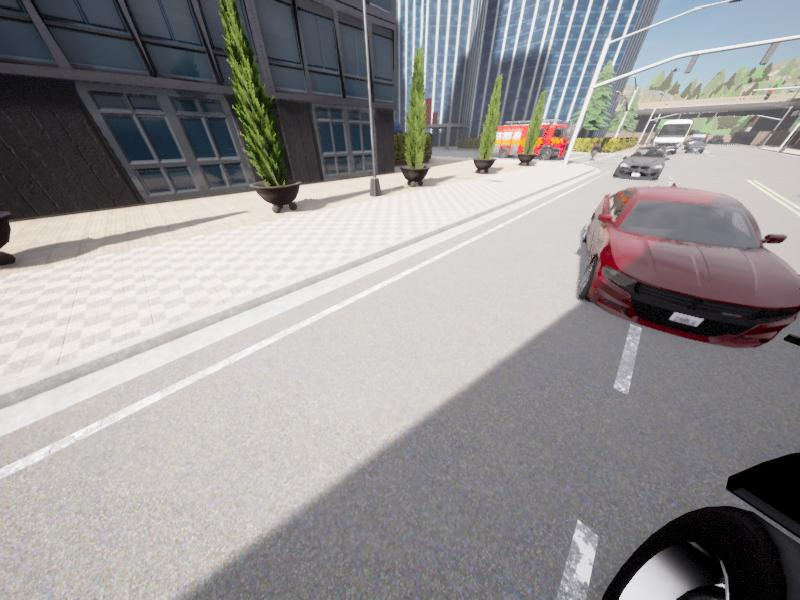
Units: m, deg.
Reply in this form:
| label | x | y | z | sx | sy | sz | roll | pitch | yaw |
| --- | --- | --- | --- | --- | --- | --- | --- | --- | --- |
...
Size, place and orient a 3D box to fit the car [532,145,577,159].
| label | x | y | z | sx | sy | sz | roll | pitch | yaw |
| --- | --- | --- | --- | --- | --- | --- | --- | --- | --- |
| car | 19.766 | -19.077 | 29.687 | 4.181 | 1.385 | 1.994 | 27 | 43 | 33 |

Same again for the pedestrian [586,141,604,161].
| label | x | y | z | sx | sy | sz | roll | pitch | yaw |
| --- | --- | --- | --- | --- | --- | --- | --- | --- | --- |
| pedestrian | 21.239 | -16.212 | 25.137 | 0.751 | 1.860 | 0.751 | 29 | 45 | 35 |

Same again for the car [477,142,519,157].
| label | x | y | z | sx | sy | sz | roll | pitch | yaw |
| --- | --- | --- | --- | --- | --- | --- | --- | --- | --- |
| car | 14.241 | -22.167 | 33.882 | 5.238 | 1.638 | 1.930 | 29 | 45 | 35 |

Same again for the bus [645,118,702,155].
| label | x | y | z | sx | sy | sz | roll | pitch | yaw |
| --- | --- | --- | --- | --- | --- | --- | --- | --- | --- |
| bus | 43.221 | -25.894 | 36.693 | 3.944 | 4.253 | 10.273 | 30 | 45 | 35 |

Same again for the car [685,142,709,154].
| label | x | y | z | sx | sy | sz | roll | pitch | yaw |
| --- | --- | --- | --- | --- | --- | --- | --- | --- | --- |
| car | 46.345 | -23.800 | 36.134 | 1.812 | 1.442 | 4.674 | 30 | 45 | 35 |

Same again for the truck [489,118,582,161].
| label | x | y | z | sx | sy | sz | roll | pitch | yaw |
| --- | --- | --- | --- | --- | --- | --- | --- | --- | --- |
| truck | 15.827 | -19.301 | 27.902 | 2.891 | 3.827 | 8.468 | -30 | 44 | -35 |

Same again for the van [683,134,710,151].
| label | x | y | z | sx | sy | sz | roll | pitch | yaw |
| --- | --- | --- | --- | --- | --- | --- | --- | --- | --- |
| van | 55.719 | -29.735 | 43.537 | 1.988 | 2.561 | 5.915 | 30 | 46 | 35 |

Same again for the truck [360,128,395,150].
| label | x | y | z | sx | sy | sz | roll | pitch | yaw |
| --- | --- | --- | --- | --- | --- | --- | --- | --- | --- |
| truck | -5.275 | -36.825 | 52.957 | 8.468 | 3.827 | 2.891 | 29 | 45 | 35 |

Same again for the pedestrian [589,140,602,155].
| label | x | y | z | sx | sy | sz | roll | pitch | yaw |
| --- | --- | --- | --- | --- | --- | --- | --- | --- | --- |
| pedestrian | 28.128 | -21.978 | 33.277 | 0.751 | 1.860 | 0.751 | 25 | 42 | 31 |

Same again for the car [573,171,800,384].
| label | x | y | z | sx | sy | sz | roll | pitch | yaw |
| --- | --- | --- | --- | --- | --- | --- | --- | --- | --- |
| car | 4.739 | -1.188 | 4.243 | 1.882 | 1.535 | 5.008 | 21 | 40 | 28 |

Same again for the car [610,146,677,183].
| label | x | y | z | sx | sy | sz | roll | pitch | yaw |
| --- | --- | --- | --- | --- | --- | --- | --- | --- | --- |
| car | 15.974 | -8.982 | 15.110 | 2.242 | 1.667 | 4.611 | 30 | 45 | 35 |
